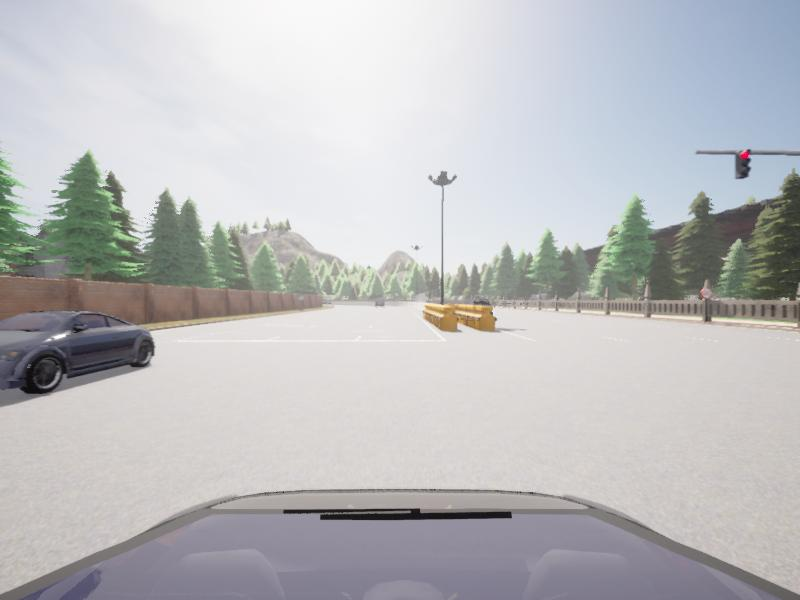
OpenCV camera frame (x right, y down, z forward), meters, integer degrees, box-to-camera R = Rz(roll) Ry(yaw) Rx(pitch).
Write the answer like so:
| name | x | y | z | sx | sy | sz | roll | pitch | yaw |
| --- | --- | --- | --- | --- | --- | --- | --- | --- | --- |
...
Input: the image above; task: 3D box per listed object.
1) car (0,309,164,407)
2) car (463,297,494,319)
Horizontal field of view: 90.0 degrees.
| name | x | y | z | sx | sy | sz | roll | pitch | yaw |
| --- | --- | --- | --- | --- | --- | --- | --- | --- | --- |
| car | -6.995 | 0.910 | 8.072 | 1.994 | 1.385 | 4.181 | 0 | 0 | 0 |
| car | 7.019 | 0.664 | 36.432 | 1.932 | 1.855 | 4.605 | 0 | 0 | 0 |
